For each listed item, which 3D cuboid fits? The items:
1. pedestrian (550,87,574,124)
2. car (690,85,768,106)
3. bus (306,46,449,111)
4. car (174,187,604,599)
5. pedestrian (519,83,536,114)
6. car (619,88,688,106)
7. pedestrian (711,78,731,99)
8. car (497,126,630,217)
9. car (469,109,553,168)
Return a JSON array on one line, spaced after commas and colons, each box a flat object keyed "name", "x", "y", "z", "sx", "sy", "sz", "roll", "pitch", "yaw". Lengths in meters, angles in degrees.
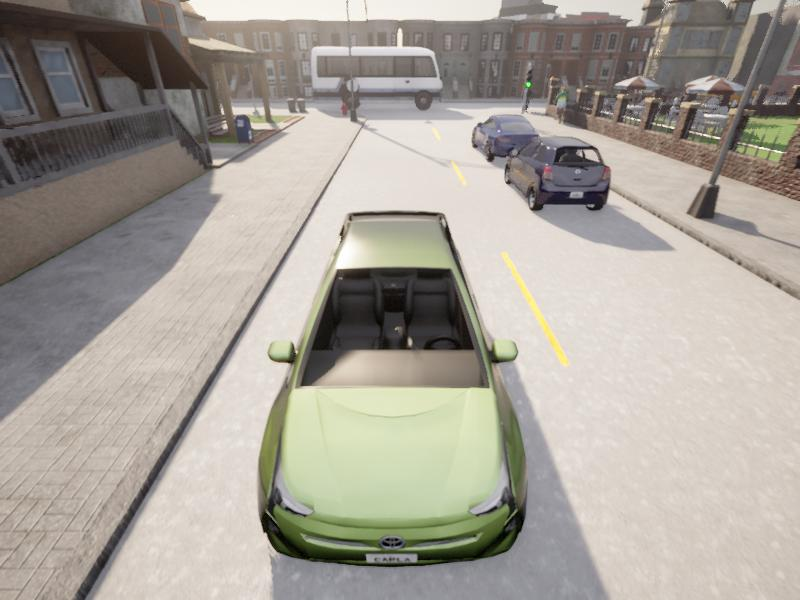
[{"name": "pedestrian", "x": 9.323, "y": -11.248, "z": 23.106, "sx": 0.751, "sy": 1.860, "sz": 0.751, "roll": 1, "pitch": 30, "yaw": 1}, {"name": "car", "x": 29.285, "y": -18.270, "z": 35.708, "sx": 5.008, "sy": 1.535, "sz": 1.882, "roll": 0, "pitch": 30, "yaw": 0}, {"name": "bus", "x": -1.646, "y": -17.436, "z": 31.577, "sx": 10.273, "sy": 4.253, "sz": 3.944, "roll": 0, "pitch": 30, "yaw": 0}, {"name": "car", "x": -0.059, "y": 0.166, "z": 4.199, "sx": 2.007, "sy": 1.525, "sz": 4.514, "roll": 0, "pitch": 30, "yaw": 0}, {"name": "pedestrian", "x": 8.896, "y": -14.080, "z": 27.945, "sx": 0.751, "sy": 1.860, "sz": 0.751, "roll": 1, "pitch": 30, "yaw": 2}, {"name": "car", "x": 22.574, "y": -18.144, "z": 35.727, "sx": 4.718, "sy": 1.301, "sz": 1.895, "roll": 0, "pitch": 30, "yaw": 0}, {"name": "pedestrian", "x": 32.708, "y": -21.547, "z": 40.736, "sx": 0.751, "sy": 1.860, "sz": 0.751, "roll": 1, "pitch": 30, "yaw": 2}, {"name": "car", "x": 3.939, "y": -3.474, "z": 10.417, "sx": 1.845, "sy": 1.501, "sz": 3.633, "roll": 0, "pitch": 30, "yaw": 0}, {"name": "car", "x": 4.035, "y": -6.334, "z": 15.391, "sx": 1.812, "sy": 1.442, "sz": 4.674, "roll": -1, "pitch": 30, "yaw": -1}]
